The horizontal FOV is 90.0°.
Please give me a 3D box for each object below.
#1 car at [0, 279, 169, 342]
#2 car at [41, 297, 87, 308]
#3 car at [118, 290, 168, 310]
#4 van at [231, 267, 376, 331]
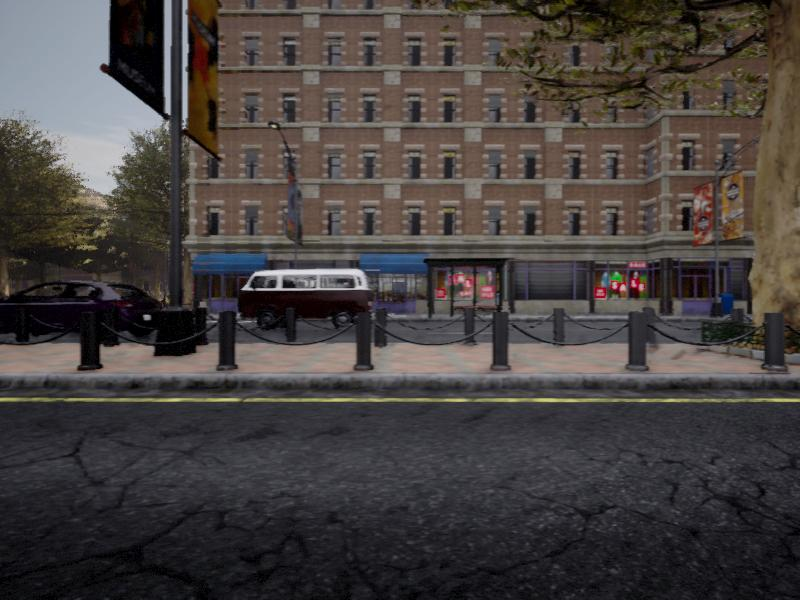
[{"bbox_3d":[-8.506,0.245,10.199,4.193,1.474,1.816,0,0,0],"label":"car"},{"bbox_3d":[-43.336,0.265,51.660,4.181,1.385,1.994,0,0,0],"label":"car"},{"bbox_3d":[-24.833,0.028,38.844,1.932,1.855,4.605,0,0,-1],"label":"car"},{"bbox_3d":[-3.119,-0.033,13.700,4.480,2.038,2.069,0,0,0],"label":"van"}]
